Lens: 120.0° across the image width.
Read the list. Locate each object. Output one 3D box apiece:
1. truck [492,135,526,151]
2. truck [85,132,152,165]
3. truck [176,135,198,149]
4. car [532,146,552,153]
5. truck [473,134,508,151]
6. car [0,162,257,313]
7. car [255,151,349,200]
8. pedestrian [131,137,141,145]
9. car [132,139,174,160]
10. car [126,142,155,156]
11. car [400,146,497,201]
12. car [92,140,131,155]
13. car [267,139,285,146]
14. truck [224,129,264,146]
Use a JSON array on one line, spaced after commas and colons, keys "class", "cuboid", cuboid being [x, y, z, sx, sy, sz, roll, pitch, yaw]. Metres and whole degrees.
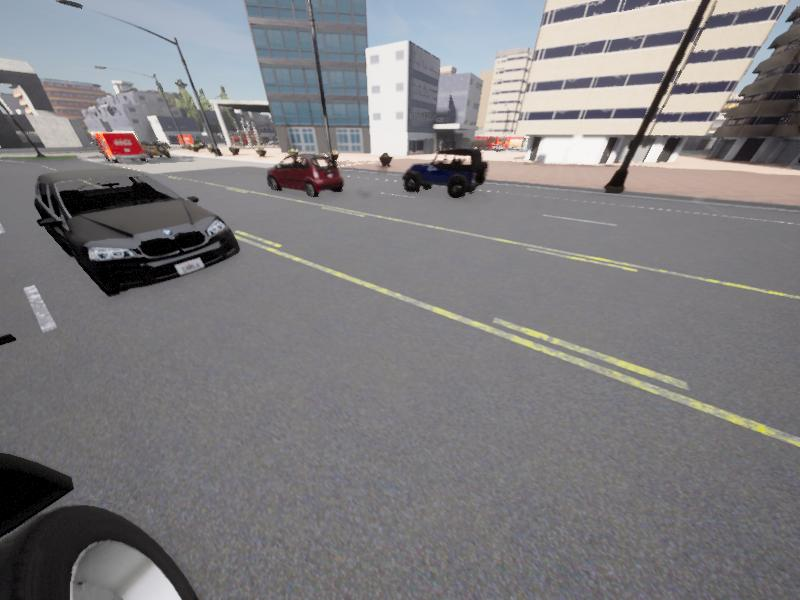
[{"class": "truck", "cuboid": [33.419, -48.646, 71.316, 8.468, 3.827, 2.891, 20, 40, 24]}, {"class": "truck", "cuboid": [-28.117, -15.231, 23.128, 5.204, 2.467, 2.627, 22, 40, 27]}, {"class": "truck", "cuboid": [-45.997, -34.201, 49.889, 2.627, 2.467, 5.204, -23, 41, -29]}, {"class": "car", "cuboid": [37.063, -39.286, 60.251, 4.193, 1.474, 1.816, 19, 39, 25]}, {"class": "truck", "cuboid": [26.497, -46.406, 67.972, 8.468, 3.827, 2.891, 20, 40, 24]}, {"class": "car", "cuboid": [-5.715, -1.743, 4.883, 4.611, 1.667, 2.242, 20, 40, 26]}, {"class": "car", "cuboid": [-4.695, -6.121, 11.165, 3.988, 1.617, 1.851, 20, 40, 26]}, {"class": "pedestrian", "cuboid": [-70.249, -42.355, 61.463, 0.751, 1.860, 0.751, 8, 36, 11]}, {"class": "car", "cuboid": [-29.767, -18.170, 27.802, 4.605, 1.855, 1.932, 23, 41, 28]}, {"class": "car", "cuboid": [-35.501, -20.696, 31.613, 3.705, 1.549, 1.789, 26, 43, 32]}, {"class": "car", "cuboid": [2.141, -6.087, 10.933, 3.866, 1.878, 1.905, 20, 40, 26]}, {"class": "car", "cuboid": [-42.767, -22.764, 34.421, 2.152, 1.651, 5.027, -19, 40, -25]}, {"class": "car", "cuboid": [-37.947, -48.286, 70.782, 1.851, 1.617, 3.988, 20, 39, 25]}, {"class": "truck", "cuboid": [-44.702, -46.810, 66.623, 2.891, 3.827, 8.468, 23, 41, 28]}]
